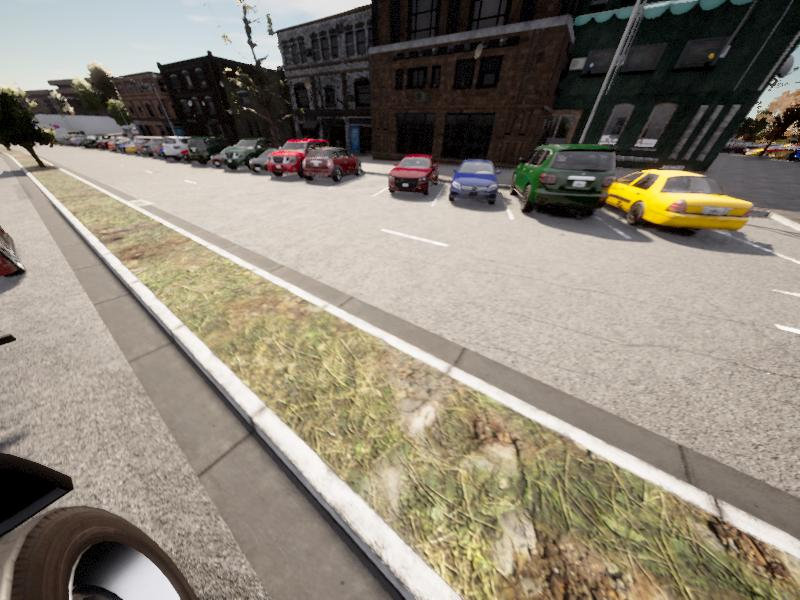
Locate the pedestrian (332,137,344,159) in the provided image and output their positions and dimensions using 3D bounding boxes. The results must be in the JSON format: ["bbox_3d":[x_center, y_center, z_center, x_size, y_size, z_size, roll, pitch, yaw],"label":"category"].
[{"bbox_3d":[-6.617,-16.237,24.638,0.751,1.860,0.751,21,40,24],"label":"pedestrian"}]

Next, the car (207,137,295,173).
[{"bbox_3d":[-11.461,-11.753,18.533,2.435,2.045,5.566,9,36,11],"label":"car"}]

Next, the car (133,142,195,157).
[{"bbox_3d":[-28.759,-18.597,28.439,2.163,1.488,4.792,9,35,12],"label":"car"}]

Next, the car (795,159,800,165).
[{"bbox_3d":[39.470,-12.446,20.117,4.792,1.488,2.163,10,37,12],"label":"car"}]

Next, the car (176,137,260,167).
[{"bbox_3d":[-16.398,-13.797,21.351,2.435,2.045,5.566,9,35,12],"label":"car"}]

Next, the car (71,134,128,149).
[{"bbox_3d":[-53.923,-28.602,41.710,2.435,2.045,5.566,8,35,9],"label":"car"}]

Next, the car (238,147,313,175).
[{"bbox_3d":[-8.997,-10.515,17.307,2.163,1.488,4.792,9,36,11],"label":"car"}]

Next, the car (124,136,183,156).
[{"bbox_3d":[-31.266,-19.730,29.559,1.878,1.987,4.442,9,36,11],"label":"car"}]

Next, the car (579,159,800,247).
[{"bbox_3d":[8.362,-3.587,7.674,1.946,1.575,5.366,9,35,12],"label":"car"}]

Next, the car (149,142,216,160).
[{"bbox_3d":[-23.811,-16.593,25.628,2.097,1.535,5.008,9,36,11],"label":"car"}]

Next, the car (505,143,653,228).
[{"bbox_3d":[5.841,-4.711,8.818,2.435,2.045,5.566,9,35,12],"label":"car"}]

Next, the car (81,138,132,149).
[{"bbox_3d":[-51.363,-27.468,40.582,2.097,1.535,5.008,8,35,9],"label":"car"}]

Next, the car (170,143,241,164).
[{"bbox_3d":[-18.871,-14.581,22.858,2.097,1.535,5.008,9,36,11],"label":"car"}]

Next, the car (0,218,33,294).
[{"bbox_3d":[-8.962,-1.066,4.095,4.181,1.385,1.994,22,41,27],"label":"car"}]

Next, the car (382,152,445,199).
[{"bbox_3d":[0.887,-6.515,11.748,2.097,1.535,5.008,10,36,12],"label":"car"}]

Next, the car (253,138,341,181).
[{"bbox_3d":[-6.520,-9.738,15.759,2.435,2.045,5.566,9,36,11],"label":"car"}]

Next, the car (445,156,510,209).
[{"bbox_3d":[3.364,-5.464,10.364,2.002,1.452,4.674,10,36,12],"label":"car"}]

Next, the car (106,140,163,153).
[{"bbox_3d":[-38.726,-22.597,33.893,2.231,1.521,4.892,8,35,11],"label":"car"}]

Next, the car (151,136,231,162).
[{"bbox_3d":[-21.337,-15.808,24.120,2.435,2.045,5.566,9,35,12],"label":"car"}]

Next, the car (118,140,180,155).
[{"bbox_3d":[-33.688,-20.717,31.309,1.946,1.575,5.366,9,35,11],"label":"car"}]

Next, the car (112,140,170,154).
[{"bbox_3d":[-36.213,-21.614,32.540,2.097,1.535,5.008,9,35,11],"label":"car"}]

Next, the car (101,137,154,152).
[{"bbox_3d":[-41.241,-23.683,35.170,2.185,1.767,4.553,8,35,11],"label":"car"}]

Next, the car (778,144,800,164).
[{"bbox_3d":[41.216,-13.845,22.065,5.008,1.535,2.097,10,36,12],"label":"car"}]

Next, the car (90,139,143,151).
[{"bbox_3d":[-46.285,-25.545,37.941,2.097,1.535,5.008,8,35,10],"label":"car"}]

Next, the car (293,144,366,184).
[{"bbox_3d":[-4.067,-8.625,14.440,2.185,1.767,4.553,9,35,12],"label":"car"}]

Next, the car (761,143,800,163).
[{"bbox_3d":[42.757,-15.261,24.074,5.366,1.575,1.946,10,37,12],"label":"car"}]

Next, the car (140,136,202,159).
[{"bbox_3d":[-26.307,-17.719,26.789,1.878,1.987,4.442,9,36,11],"label":"car"}]

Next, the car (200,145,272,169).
[{"bbox_3d":[-13.938,-12.528,20.078,2.163,1.488,4.792,9,36,11],"label":"car"}]
